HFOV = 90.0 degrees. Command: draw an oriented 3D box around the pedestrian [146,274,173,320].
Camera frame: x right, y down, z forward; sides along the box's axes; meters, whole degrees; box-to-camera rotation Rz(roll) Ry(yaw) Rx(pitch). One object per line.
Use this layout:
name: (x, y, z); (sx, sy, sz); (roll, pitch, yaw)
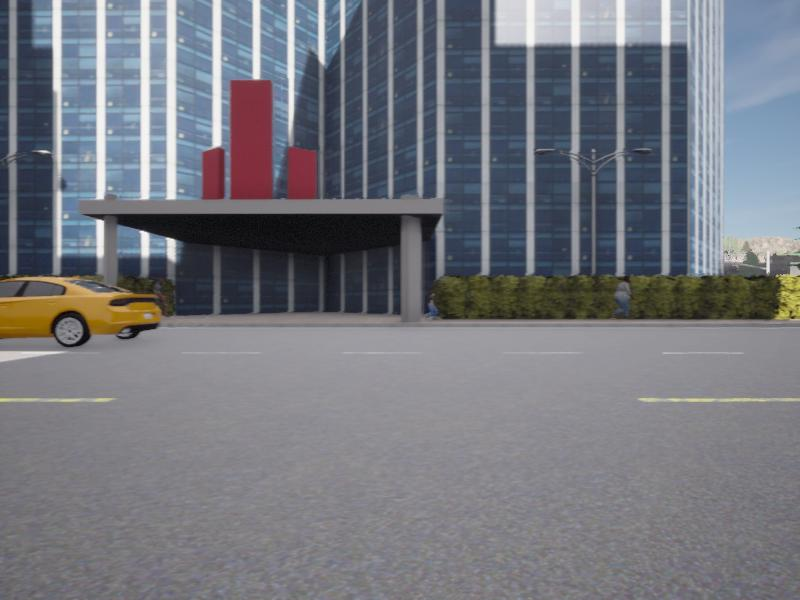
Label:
pedestrian: (-10.069, -0.116, 16.803); (0.751, 1.860, 0.751); (0, 0, -10)

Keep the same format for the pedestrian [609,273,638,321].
pedestrian: (8.876, -0.114, 15.897); (0.751, 1.860, 0.751); (0, 0, 4)

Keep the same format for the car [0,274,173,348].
car: (-8.254, 0.222, 9.200); (5.008, 1.535, 1.882); (0, 0, 0)

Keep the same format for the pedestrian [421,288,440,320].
pedestrian: (1.244, 0.165, 16.289); (0.751, 1.300, 0.751); (0, 0, 1)
